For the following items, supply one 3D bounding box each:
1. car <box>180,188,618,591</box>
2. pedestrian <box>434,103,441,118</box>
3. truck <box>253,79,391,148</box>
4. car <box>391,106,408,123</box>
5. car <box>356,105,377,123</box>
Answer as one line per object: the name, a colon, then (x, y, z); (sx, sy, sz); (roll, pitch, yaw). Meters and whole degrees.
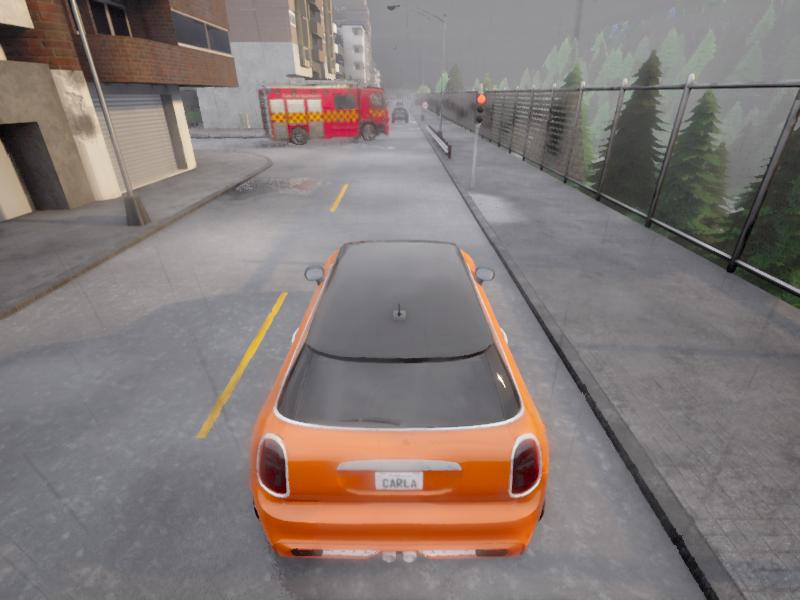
car: (-0.003, 0.152, 4.346); (2.097, 1.767, 4.553); (0, 27, 0)
pedestrian: (5.144, -25.955, 54.761); (0.751, 1.860, 0.751); (1, 27, 2)
truck: (-5.073, -12.818, 27.349); (8.468, 3.827, 2.891); (-14, 31, -26)
car: (-0.013, -23.077, 49.703); (2.033, 1.649, 4.856); (0, 28, 0)
car: (-4.002, -22.534, 48.463); (2.097, 1.767, 4.553); (0, 27, 0)
